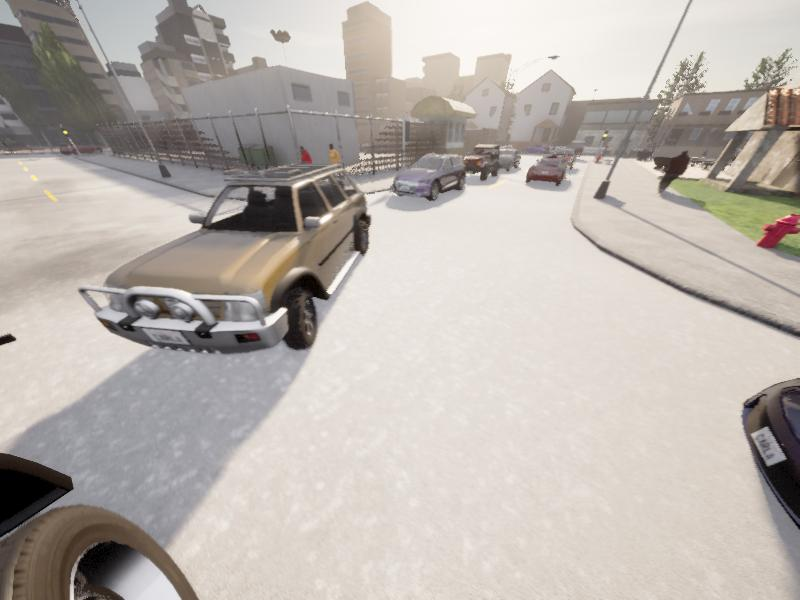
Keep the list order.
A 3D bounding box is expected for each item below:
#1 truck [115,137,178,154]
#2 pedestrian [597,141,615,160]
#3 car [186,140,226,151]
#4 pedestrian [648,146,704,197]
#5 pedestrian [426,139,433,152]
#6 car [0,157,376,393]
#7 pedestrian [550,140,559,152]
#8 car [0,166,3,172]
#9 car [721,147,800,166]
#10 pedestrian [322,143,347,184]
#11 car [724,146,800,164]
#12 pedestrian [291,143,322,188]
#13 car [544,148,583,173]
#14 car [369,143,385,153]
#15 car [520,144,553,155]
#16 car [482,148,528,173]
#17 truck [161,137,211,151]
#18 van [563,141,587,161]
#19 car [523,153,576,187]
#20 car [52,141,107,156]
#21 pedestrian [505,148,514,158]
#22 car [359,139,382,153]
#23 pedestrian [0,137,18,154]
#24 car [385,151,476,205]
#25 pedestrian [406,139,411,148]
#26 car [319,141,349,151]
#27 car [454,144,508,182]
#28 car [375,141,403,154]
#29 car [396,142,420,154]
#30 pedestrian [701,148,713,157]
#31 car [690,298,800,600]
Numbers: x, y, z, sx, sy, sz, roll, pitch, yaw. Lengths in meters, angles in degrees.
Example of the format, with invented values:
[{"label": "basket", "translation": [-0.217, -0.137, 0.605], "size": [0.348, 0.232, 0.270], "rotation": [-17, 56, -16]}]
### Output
[{"label": "truck", "translation": [-40.830, -25.207, 37.495], "size": [2.390, 2.098, 6.274], "rotation": [22, 41, 28]}, {"label": "pedestrian", "translation": [24.845, -18.088, 27.920], "size": [0.751, 1.860, 0.751], "rotation": [5, 35, 7]}, {"label": "car", "translation": [-36.126, -28.923, 43.204], "size": [1.930, 1.638, 5.238], "rotation": [22, 41, 28]}, {"label": "pedestrian", "translation": [12.048, -5.643, 10.182], "size": [0.751, 1.860, 0.751], "rotation": [22, 41, 28]}, {"label": "pedestrian", "translation": [5.237, -27.415, 41.007], "size": [0.751, 1.860, 0.751], "rotation": [27, 43, 32]}, {"label": "car", "translation": [-1.882, -1.150, 3.891], "size": [1.932, 1.855, 4.605], "rotation": [4, 36, 6]}, {"label": "pedestrian", "translation": [28.058, -28.003, 42.035], "size": [0.751, 1.860, 0.751], "rotation": [22, 41, 28]}, {"label": "car", "translation": [-32.211, -10.574, 17.354], "size": [4.193, 1.474, 1.816], "rotation": [22, 41, 28]}, {"label": "car", "translation": [39.946, -15.878, 25.490], "size": [4.792, 1.488, 2.163], "rotation": [22, 41, 28]}, {"label": "pedestrian", "translation": [-3.541, -7.437, 12.577], "size": [0.751, 1.860, 0.751], "rotation": [25, 42, 30]}, {"label": "car", "translation": [43.544, -17.330, 27.493], "size": [5.366, 1.575, 1.801], "rotation": [21, 40, 27]}, {"label": "pedestrian", "translation": [-4.604, -6.679, 11.493], "size": [0.751, 1.860, 0.751], "rotation": [25, 42, 31]}, {"label": "car", "translation": [14.208, -12.224, 20.047], "size": [2.007, 1.525, 4.514], "rotation": [22, 41, 28]}, {"label": "car", "translation": [-3.763, -25.412, 38.542], "size": [1.481, 1.379, 2.207], "rotation": [22, 41, 28]}, {"label": "car", "translation": [22.640, -25.187, 38.551], "size": [1.816, 1.474, 4.193], "rotation": [-19, 39, -25]}, {"label": "car", "translation": [9.022, -12.009, 19.710], "size": [2.128, 1.511, 4.902], "rotation": [22, 41, 28]}, {"label": "truck", "translation": [-40.349, -29.649, 43.800], "size": [2.390, 2.098, 6.274], "rotation": [22, 41, 28]}, {"label": "van", "translation": [22.659, -19.387, 29.881], "size": [1.775, 1.987, 4.442], "rotation": [21, 40, 27]}, {"label": "car", "translation": [9.462, -8.268, 14.531], "size": [1.994, 1.385, 4.181], "rotation": [22, 41, 28]}, {"label": "car", "translation": [-44.542, -21.241, 32.264], "size": [1.851, 1.617, 3.988], "rotation": [2, 35, 3]}, {"label": "pedestrian", "translation": [14.089, -18.937, 29.717], "size": [0.500, 1.100, 0.500], "rotation": [-16, 38, -22]}, {"label": "car", "translation": [-5.037, -26.710, 40.010], "size": [1.905, 1.878, 3.866], "rotation": [22, 41, 28]}, {"label": "pedestrian", "translation": [-54.526, -21.433, 32.010], "size": [0.751, 1.860, 0.751], "rotation": [21, 40, 27]}, {"label": "car", "translation": [1.630, -5.995, 11.016], "size": [2.033, 1.649, 4.856], "rotation": [22, 41, 28]}, {"label": "pedestrian", "translation": [1.959, -36.453, 53.798], "size": [0.751, 1.860, 0.751], "rotation": [-24, 42, -31]}, {"label": "car", "translation": [-12.768, -30.032, 45.059], "size": [2.033, 1.415, 5.357], "rotation": [22, 41, 28]}, {"label": "car", "translation": [5.431, -9.225, 15.401], "size": [1.905, 1.878, 3.866], "rotation": [22, 41, 28]}, {"label": "car", "translation": [-1.667, -25.073, 37.899], "size": [2.242, 1.667, 4.611], "rotation": [22, 41, 28]}, {"label": "car", "translation": [1.353, -24.306, 36.954], "size": [1.816, 1.474, 4.193], "rotation": [22, 41, 28]}, {"label": "pedestrian", "translation": [43.804, -21.073, 32.998], "size": [0.500, 1.100, 0.500], "rotation": [22, 41, 28]}, {"label": "car", "translation": [4.145, 1.395, 0.638], "size": [3.633, 1.501, 1.845], "rotation": [22, 41, 28]}]
